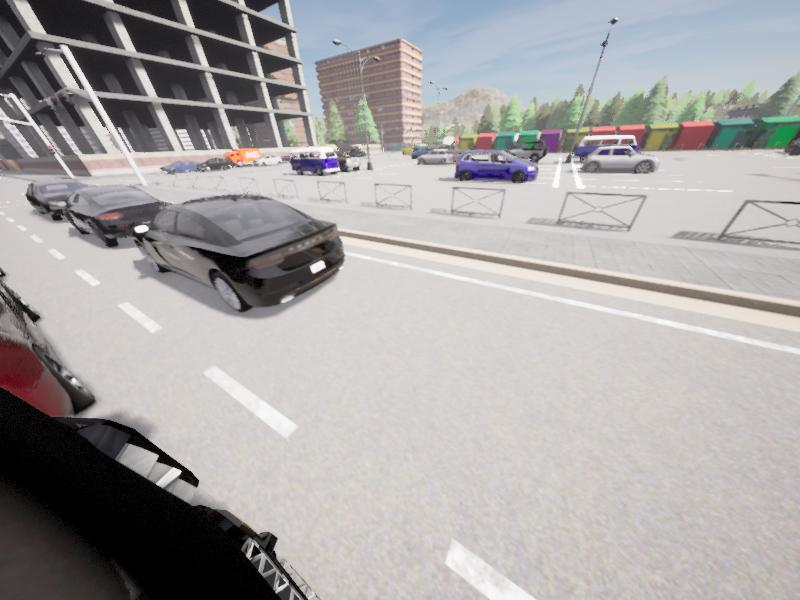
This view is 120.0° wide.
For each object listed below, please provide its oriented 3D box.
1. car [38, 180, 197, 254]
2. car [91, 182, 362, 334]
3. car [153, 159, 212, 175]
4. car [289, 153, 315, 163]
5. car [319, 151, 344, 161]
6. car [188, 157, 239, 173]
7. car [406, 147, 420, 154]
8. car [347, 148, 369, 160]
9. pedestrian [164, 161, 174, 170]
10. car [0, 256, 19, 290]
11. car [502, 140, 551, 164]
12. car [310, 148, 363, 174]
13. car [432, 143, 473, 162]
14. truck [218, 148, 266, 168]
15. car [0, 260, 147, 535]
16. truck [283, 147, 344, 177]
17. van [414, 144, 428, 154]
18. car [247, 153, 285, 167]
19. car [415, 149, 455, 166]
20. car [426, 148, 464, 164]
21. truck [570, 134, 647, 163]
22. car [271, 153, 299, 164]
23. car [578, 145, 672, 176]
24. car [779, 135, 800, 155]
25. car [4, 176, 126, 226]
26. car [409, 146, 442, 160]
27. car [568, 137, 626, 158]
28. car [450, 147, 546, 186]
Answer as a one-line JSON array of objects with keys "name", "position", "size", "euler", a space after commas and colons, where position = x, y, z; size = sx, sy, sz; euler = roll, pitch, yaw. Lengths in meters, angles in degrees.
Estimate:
[{"name": "car", "position": [-9.026, -2.866, 7.390], "size": [4.674, 1.442, 1.812], "euler": [16, 38, 26]}, {"name": "car", "position": [-3.422, -1.264, 4.566], "size": [5.008, 1.535, 1.882], "euler": [16, 38, 26]}, {"name": "car", "position": [-29.546, -18.301, 31.629], "size": [2.033, 1.411, 5.357], "euler": [16, 38, 25]}, {"name": "car", "position": [-17.875, -26.094, 42.441], "size": [1.970, 1.475, 3.806], "euler": [16, 38, 25]}, {"name": "car", "position": [-14.108, -29.888, 47.809], "size": [1.882, 1.535, 5.008], "euler": [16, 38, 25]}, {"name": "car", "position": [-25.394, -18.579, 31.691], "size": [1.837, 1.490, 4.892], "euler": [16, 38, 25]}, {"name": "car", "position": [3.975, -44.020, 67.832], "size": [2.128, 1.511, 4.902], "euler": [16, 38, 25]}, {"name": "car", "position": [-8.027, -28.288, 44.725], "size": [1.905, 1.878, 3.866], "euler": [16, 38, 25]}, {"name": "pedestrian", "position": [-34.414, -19.997, 34.411], "size": [0.500, 1.100, 0.500], "euler": [17, 38, 26]}, {"name": "car", "position": [-10.519, -0.995, 4.826], "size": [4.718, 1.301, 1.895], "euler": [16, 38, 26]}, {"name": "car", "position": [12.789, -15.049, 23.525], "size": [3.866, 1.878, 1.905], "euler": [16, 38, 26]}, {"name": "car", "position": [-6.029, -13.260, 22.028], "size": [4.605, 1.855, 1.932], "euler": [16, 38, 26]}, {"name": "car", "position": [6.591, -18.611, 29.218], "size": [4.605, 1.855, 1.932], "euler": [16, 38, 26]}, {"name": "truck", "position": [-25.363, -22.949, 37.329], "size": [2.627, 2.467, 5.204], "euler": [16, 38, 25]}, {"name": "car", "position": [-5.012, 0.546, 2.018], "size": [4.792, 1.488, 2.163], "euler": [16, 38, 26]}, {"name": "truck", "position": [-7.430, -11.885, 19.896], "size": [4.478, 2.038, 2.069], "euler": [16, 38, 26]}, {"name": "van", "position": [5.806, -42.189, 64.457], "size": [2.069, 2.038, 4.480], "euler": [16, 38, 25]}, {"name": "car", "position": [-21.501, -22.550, 37.210], "size": [2.242, 1.667, 4.611], "euler": [16, 38, 25]}, {"name": "car", "position": [3.834, -15.632, 25.383], "size": [3.806, 1.475, 1.970], "euler": [16, 38, 26]}, {"name": "car", "position": [5.291, -17.093, 27.414], "size": [3.905, 1.438, 1.784], "euler": [16, 38, 26]}, {"name": "truck", "position": [18.298, -13.503, 20.701], "size": [4.478, 2.038, 2.069], "euler": [16, 38, 26]}, {"name": "car", "position": [-21.424, -26.458, 43.208], "size": [1.816, 1.474, 4.193], "euler": [16, 38, 25]}, {"name": "car", "position": [13.969, -8.912, 14.731], "size": [3.806, 1.475, 1.970], "euler": [16, 38, 26]}, {"name": "car", "position": [39.000, -14.276, 21.165], "size": [3.806, 1.475, 1.970], "euler": [16, 38, 26]}, {"name": "car", "position": [-15.305, -4.692, 10.549], "size": [5.357, 1.411, 2.033], "euler": [16, 38, 26]}, {"name": "car", "position": [3.919, -22.827, 35.975], "size": [4.611, 1.667, 2.242], "euler": [16, 38, 26]}, {"name": "car", "position": [22.389, -17.513, 26.593], "size": [4.605, 1.855, 1.932], "euler": [16, 38, 26]}, {"name": "car", "position": [5.577, -7.828, 13.510], "size": [4.611, 1.667, 2.242], "euler": [16, 38, 26]}]
